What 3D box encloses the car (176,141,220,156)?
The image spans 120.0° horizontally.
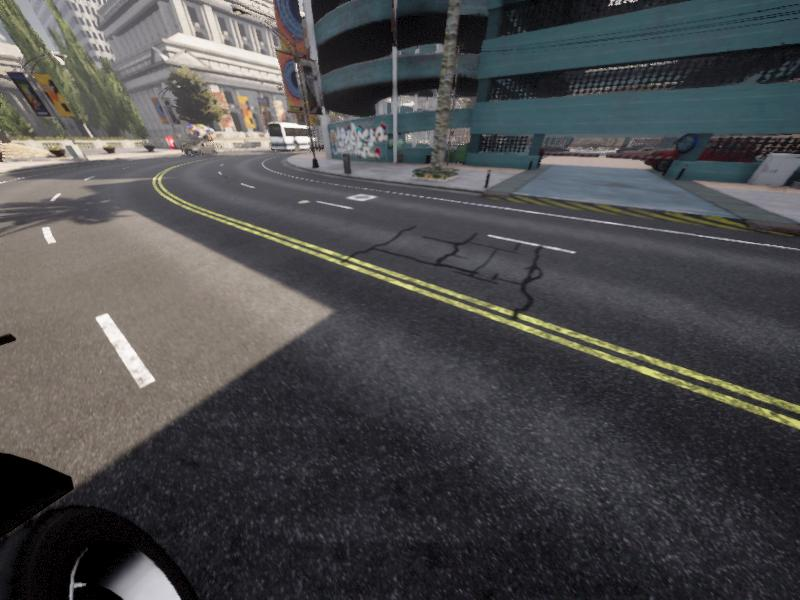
[{"bbox_3d":[-28.989,-21.953,33.421,2.242,1.667,4.611,0,35,-1],"label":"car"}]

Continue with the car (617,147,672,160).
[{"bbox_3d":[32.356,-19.569,30.781,4.718,1.301,1.895,21,40,27],"label":"car"}]

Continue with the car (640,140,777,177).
[{"bbox_3d":[22.677,-10.903,17.579,5.566,2.045,2.435,21,40,27],"label":"car"}]

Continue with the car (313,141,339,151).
[{"bbox_3d":[-14.883,-31.227,46.903,2.038,1.542,4.974,15,38,20],"label":"car"}]

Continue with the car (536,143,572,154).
[{"bbox_3d":[27.298,-26.829,40.909,4.902,1.511,2.128,21,40,27],"label":"car"}]

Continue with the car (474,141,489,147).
[{"bbox_3d":[26.723,-51.272,75.835,3.988,1.617,1.851,21,40,27],"label":"car"}]

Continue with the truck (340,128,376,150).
[{"bbox_3d":[-9.548,-37.202,53.476,2.891,3.827,8.468,21,40,27],"label":"truck"}]

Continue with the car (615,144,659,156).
[{"bbox_3d":[39.205,-24.961,38.447,4.786,1.482,2.161,21,40,27],"label":"car"}]

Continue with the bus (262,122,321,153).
[{"bbox_3d":[-20.004,-30.885,43.994,3.944,4.253,10.273,10,36,14],"label":"bus"}]

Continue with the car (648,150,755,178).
[{"bbox_3d":[22.722,-10.563,17.777,4.514,1.523,2.007,21,40,27],"label":"car"}]

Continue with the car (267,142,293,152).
[{"bbox_3d":[-23.382,-29.943,45.125,1.994,1.385,4.181,12,37,16],"label":"car"}]
